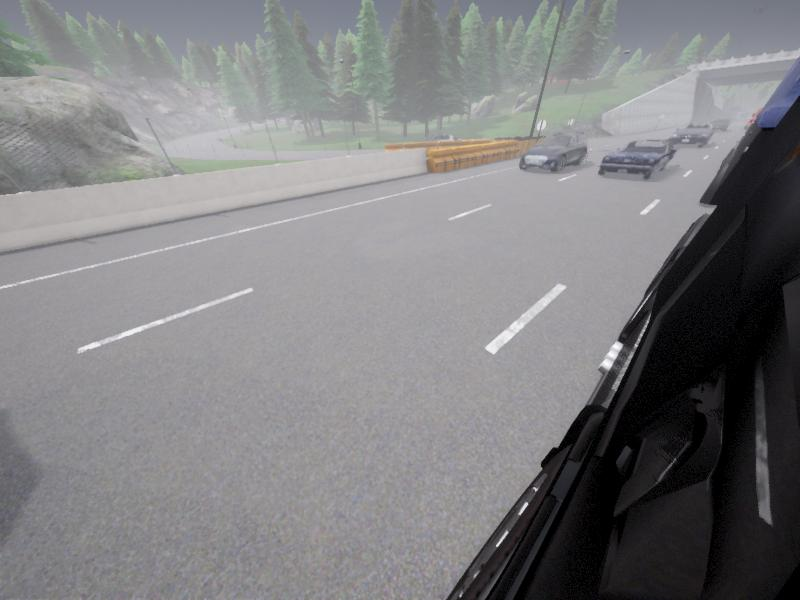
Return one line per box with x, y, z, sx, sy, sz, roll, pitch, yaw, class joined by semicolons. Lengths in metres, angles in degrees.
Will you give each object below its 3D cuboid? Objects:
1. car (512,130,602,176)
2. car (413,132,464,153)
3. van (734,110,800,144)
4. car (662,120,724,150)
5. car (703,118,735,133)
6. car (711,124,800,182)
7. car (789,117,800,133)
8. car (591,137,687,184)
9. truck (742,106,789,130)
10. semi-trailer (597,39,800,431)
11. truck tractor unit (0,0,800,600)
8.568;-8.123;12.580;4.856;1.649;2.033;-28;44;-30;car
3.912;-16.505;24.130;4.974;1.542;2.038;-1;37;3;car
30.319;-14.338;19.166;4.480;2.038;2.069;-27;43;-30;van
23.623;-13.356;18.621;5.027;1.651;2.152;-28;44;-30;car
42.981;-23.547;31.108;4.892;1.490;1.837;-27;43;-30;car
15.824;-6.489;9.973;4.856;1.649;2.033;-27;43;-30;car
46.247;-19.765;25.961;4.181;1.385;1.994;-28;44;-30;car
11.031;-6.559;10.617;4.718;1.301;1.895;-28;44;-30;car
51.765;-25.868;32.833;5.204;2.467;2.627;-28;44;-30;truck
8.712;-3.598;4.211;14.254;4.402;2.717;-28;44;-30;semi-trailer
2.645;-0.295;0.351;6.516;4.208;3.053;-28;44;-30;truck tractor unit
